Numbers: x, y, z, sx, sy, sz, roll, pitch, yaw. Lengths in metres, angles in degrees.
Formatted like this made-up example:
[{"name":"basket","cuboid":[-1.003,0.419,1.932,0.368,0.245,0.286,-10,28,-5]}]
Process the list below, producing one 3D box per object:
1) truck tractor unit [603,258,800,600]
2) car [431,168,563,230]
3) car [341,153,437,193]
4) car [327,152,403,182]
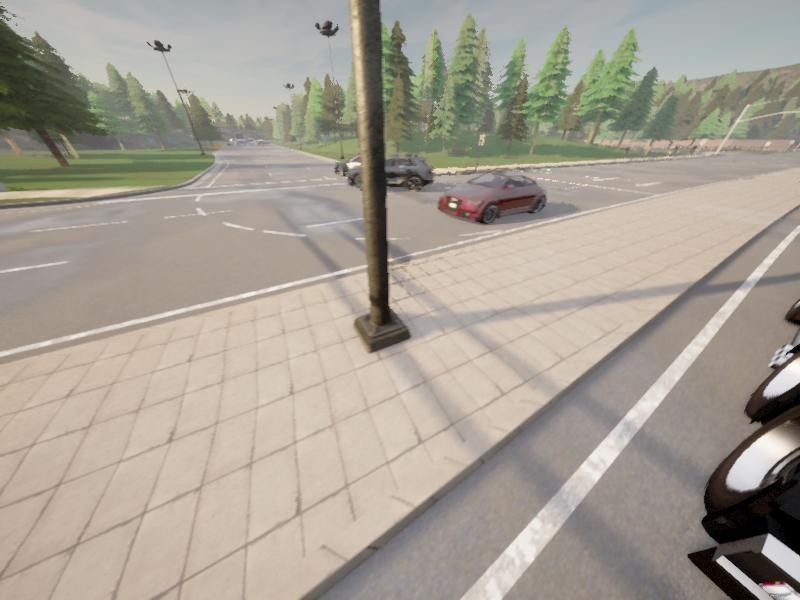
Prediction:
[{"name":"truck tractor unit","cuboid":[5.104,-0.305,0.804,6.516,4.208,3.053,-18,39,-25]},{"name":"car","cuboid":[3.483,-3.866,8.441,4.181,1.385,1.994,-18,39,-25]},{"name":"car","cuboid":[-0.476,-7.102,12.842,4.856,1.649,2.033,4,36,5]},{"name":"car","cuboid":[-2.472,-9.573,16.469,4.974,1.542,2.038,18,38,24]}]
